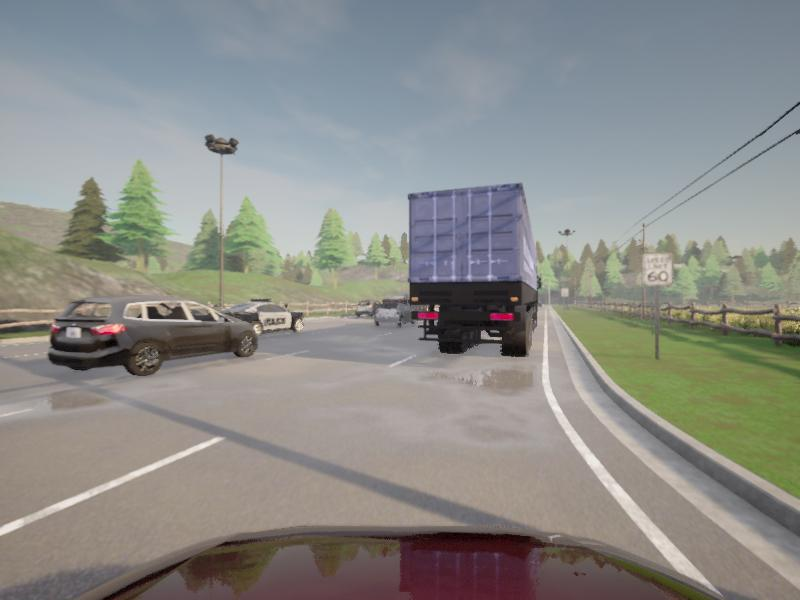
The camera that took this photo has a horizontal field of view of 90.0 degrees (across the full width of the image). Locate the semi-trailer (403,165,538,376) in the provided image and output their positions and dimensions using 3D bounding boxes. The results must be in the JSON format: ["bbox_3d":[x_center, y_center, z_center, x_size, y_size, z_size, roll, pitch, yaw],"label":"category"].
[{"bbox_3d":[3.781,-0.610,15.499,2.717,4.402,14.254,0,0,20],"label":"semi-trailer"}]

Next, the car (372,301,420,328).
[{"bbox_3d":[-0.178,0.836,25.121,1.845,1.501,3.633,0,0,20],"label":"car"}]

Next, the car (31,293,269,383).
[{"bbox_3d":[-5.701,0.748,9.978,2.242,1.667,4.611,0,-1,20],"label":"car"}]

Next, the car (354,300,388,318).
[{"bbox_3d":[-2.728,0.800,38.561,1.851,1.617,3.988,0,0,20],"label":"car"}]

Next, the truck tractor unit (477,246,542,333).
[{"bbox_3d":[6.472,-0.512,22.942,3.053,4.208,6.516,0,0,20],"label":"truck tractor unit"}]

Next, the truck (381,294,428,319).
[{"bbox_3d":[0.567,0.555,37.384,2.390,2.098,6.274,0,0,20],"label":"truck"}]

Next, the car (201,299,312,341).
[{"bbox_3d":[-6.333,0.774,18.452,1.930,1.638,5.238,0,0,20],"label":"car"}]
